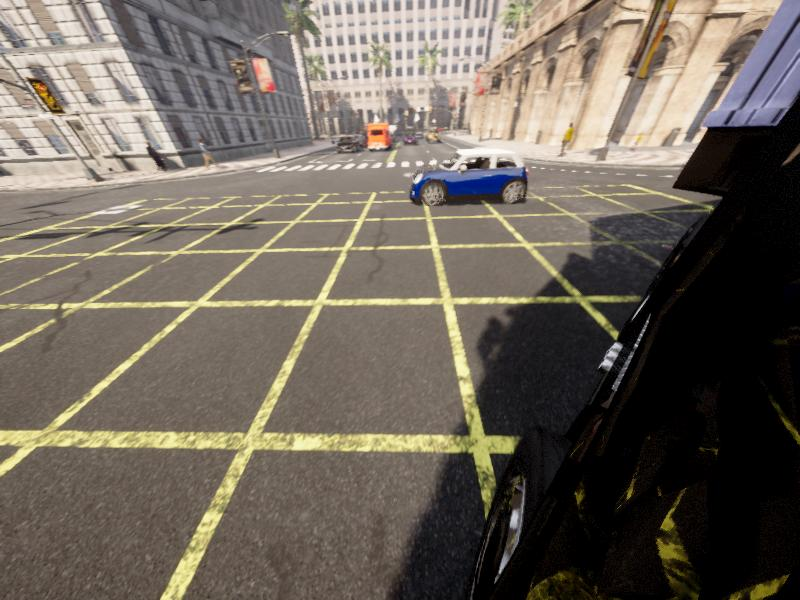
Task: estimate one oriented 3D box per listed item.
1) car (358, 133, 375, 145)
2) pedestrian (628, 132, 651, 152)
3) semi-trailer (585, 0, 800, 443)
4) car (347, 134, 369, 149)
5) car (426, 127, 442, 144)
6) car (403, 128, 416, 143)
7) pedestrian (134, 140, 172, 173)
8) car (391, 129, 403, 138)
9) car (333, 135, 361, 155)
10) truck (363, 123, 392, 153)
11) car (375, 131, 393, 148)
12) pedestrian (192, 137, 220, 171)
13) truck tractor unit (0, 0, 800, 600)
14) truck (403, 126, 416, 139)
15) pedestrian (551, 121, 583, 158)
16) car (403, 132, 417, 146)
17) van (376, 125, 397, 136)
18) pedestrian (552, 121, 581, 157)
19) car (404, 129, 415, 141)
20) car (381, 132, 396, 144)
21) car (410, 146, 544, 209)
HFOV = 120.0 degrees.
[{"bbox_3d":[-5.427,-26.428,37.914,1.994,1.385,4.181,-1,37,2],"label":"car"},{"bbox_3d":[16.392,-10.838,15.843,0.500,1.100,0.500,0,37,3],"label":"pedestrian"},{"bbox_3d":[9.868,-2.316,2.441,14.254,4.402,2.717,-11,37,-11],"label":"semi-trailer"},{"bbox_3d":[-5.678,-21.946,31.954,2.033,1.411,5.357,-1,37,3],"label":"car"},{"bbox_3d":[4.946,-24.624,34.478,1.932,1.855,4.605,-1,37,3],"label":"car"},{"bbox_3d":[1.548,-26.301,36.897,1.905,1.878,3.866,-1,37,3],"label":"car"},{"bbox_3d":[-16.958,-9.897,15.940,0.751,1.860,0.751,-4,37,-1],"label":"pedestrian"},{"bbox_3d":[-0.714,-42.317,58.642,2.163,1.488,4.792,4,37,8],"label":"car"},{"bbox_3d":[-5.862,-17.565,26.064,1.837,1.490,4.892,-1,37,2],"label":"car"},{"bbox_3d":[-2.373,-18.417,26.177,2.627,2.467,5.204,-1,37,2],"label":"truck"},{"bbox_3d":[-2.170,-22.344,32.070,1.930,1.638,5.238,-1,37,3],"label":"car"},{"bbox_3d":[-13.280,-10.011,15.873,0.751,1.860,0.751,-22,41,-24],"label":"pedestrian"},{"bbox_3d":[2.645,-0.295,0.351,6.516,4.208,3.053,-28,44,-30],"label":"truck tractor unit"},{"bbox_3d":[2.023,-35.411,48.794,2.390,2.098,6.274,0,37,3],"label":"truck"},{"bbox_3d":[10.422,-10.041,14.508,0.751,1.860,0.751,-10,38,-10],"label":"pedestrian"},{"bbox_3d":[1.356,-22.555,32.279,1.816,1.474,4.193,-1,37,3],"label":"car"},{"bbox_3d":[-4.233,-53.619,73.066,6.366,2.431,2.351,0,37,3],"label":"van"},{"bbox_3d":[10.747,-10.396,14.960,0.751,1.860,0.751,4,38,9],"label":"pedestrian"},{"bbox_3d":[1.746,-30.303,42.407,1.930,1.638,5.238,0,37,3],"label":"car"},{"bbox_3d":[-1.899,-26.725,38.098,1.994,1.385,4.181,0,37,4],"label":"car"},{"bbox_3d":[2.245,-4.211,7.862,3.806,1.475,1.970,-1,37,3],"label":"car"}]
